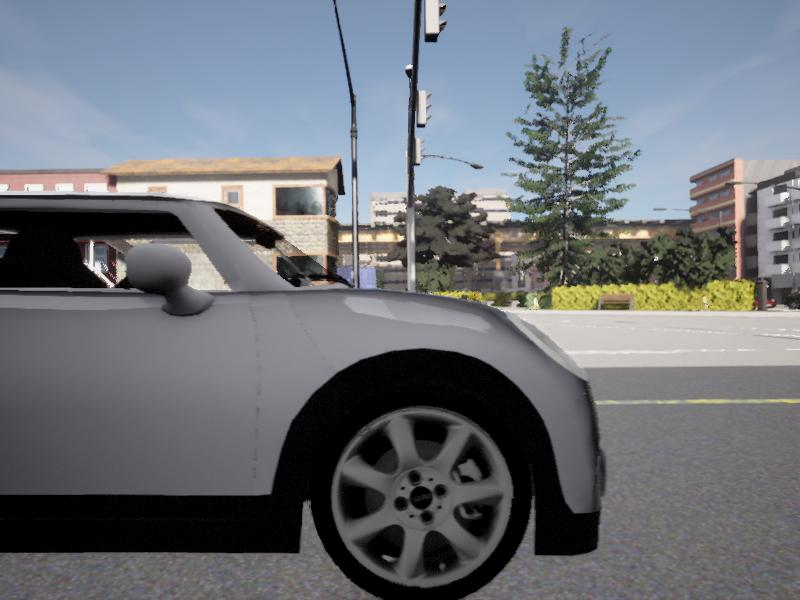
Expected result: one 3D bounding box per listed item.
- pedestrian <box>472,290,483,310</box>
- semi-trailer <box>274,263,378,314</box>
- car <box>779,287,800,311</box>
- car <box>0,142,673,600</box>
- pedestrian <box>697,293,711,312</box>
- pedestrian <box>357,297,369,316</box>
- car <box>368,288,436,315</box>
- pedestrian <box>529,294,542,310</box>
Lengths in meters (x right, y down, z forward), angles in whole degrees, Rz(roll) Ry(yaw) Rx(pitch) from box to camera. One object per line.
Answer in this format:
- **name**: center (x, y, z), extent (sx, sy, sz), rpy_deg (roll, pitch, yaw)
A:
- **pedestrian**: center (7.313, -0.035, 37.664), extent (0.751, 1.860, 0.751), rpy_deg (-1, 0, 34)
- **semi-trailer**: center (-8.024, -0.923, 40.467), extent (14.254, 4.402, 2.717), rpy_deg (-1, 0, 45)
- **car**: center (28.566, -0.069, 26.500), extent (2.152, 1.651, 5.027), rpy_deg (-1, 0, 1)
- **car**: center (-1.075, 0.260, 2.202), extent (3.806, 1.475, 1.970), rpy_deg (0, 0, 0)
- **pedestrian**: center (18.394, 0.156, 24.204), extent (0.500, 1.100, 0.500), rpy_deg (-1, 0, -30)
- **pedestrian**: center (-2.217, 0.382, 24.040), extent (0.500, 1.100, 0.500), rpy_deg (-1, 0, -32)
- **car**: center (0.087, 0.131, 32.405), extent (5.566, 2.045, 2.150), rpy_deg (-1, 0, 45)
- **pedestrian**: center (11.122, 0.179, 32.888), extent (0.751, 1.300, 0.751), rpy_deg (-1, 0, -41)
